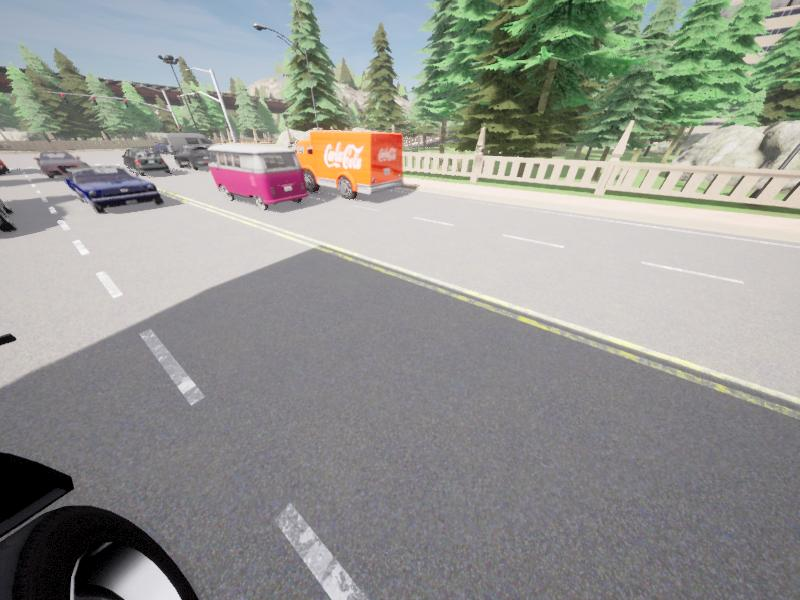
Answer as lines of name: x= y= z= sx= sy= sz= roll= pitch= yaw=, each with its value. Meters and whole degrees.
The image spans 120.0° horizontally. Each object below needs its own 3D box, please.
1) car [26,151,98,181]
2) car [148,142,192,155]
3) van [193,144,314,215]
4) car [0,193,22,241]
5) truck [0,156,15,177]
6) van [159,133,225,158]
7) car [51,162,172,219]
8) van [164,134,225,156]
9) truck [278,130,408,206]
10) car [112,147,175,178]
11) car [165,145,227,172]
car: x=-22.514 y=-9.045 z=15.404 sx=4.181 sy=1.385 sz=1.994 roll=22 pitch=41 yaw=28
car: x=-34.617 y=-22.884 z=34.875 sx=1.816 sy=1.474 sz=4.193 roll=22 pitch=41 yaw=28
van: x=-5.803 y=-4.958 z=9.189 sx=4.442 sy=1.987 sz=1.775 roll=22 pitch=41 yaw=28
car: x=-12.888 y=-2.776 z=6.338 sx=5.238 sy=1.638 sz=1.930 roll=22 pitch=41 yaw=28
truck: x=-29.024 y=-9.679 z=15.313 sx=5.204 sy=2.467 sz=2.627 roll=22 pitch=40 yaw=28
van: x=-28.411 y=-21.363 z=31.836 sx=1.988 sy=2.561 sz=5.915 roll=22 pitch=41 yaw=28
car: x=-11.296 y=-4.446 z=9.019 sx=4.718 sy=1.301 sz=1.895 roll=22 pitch=41 yaw=28
van: x=-30.400 y=-23.240 z=34.486 sx=1.988 sy=2.561 sz=5.915 roll=22 pitch=41 yaw=28
truck: x=-2.572 y=-6.296 z=10.705 sx=5.204 sy=2.467 sz=2.627 roll=23 pitch=41 yaw=27
car: x=-18.095 y=-9.782 z=16.327 sx=3.705 sy=1.549 sz=1.789 roll=22 pitch=41 yaw=28
car: x=-16.907 y=-11.791 z=19.119 sx=4.856 sy=1.649 sz=2.033 roll=22 pitch=41 yaw=28
